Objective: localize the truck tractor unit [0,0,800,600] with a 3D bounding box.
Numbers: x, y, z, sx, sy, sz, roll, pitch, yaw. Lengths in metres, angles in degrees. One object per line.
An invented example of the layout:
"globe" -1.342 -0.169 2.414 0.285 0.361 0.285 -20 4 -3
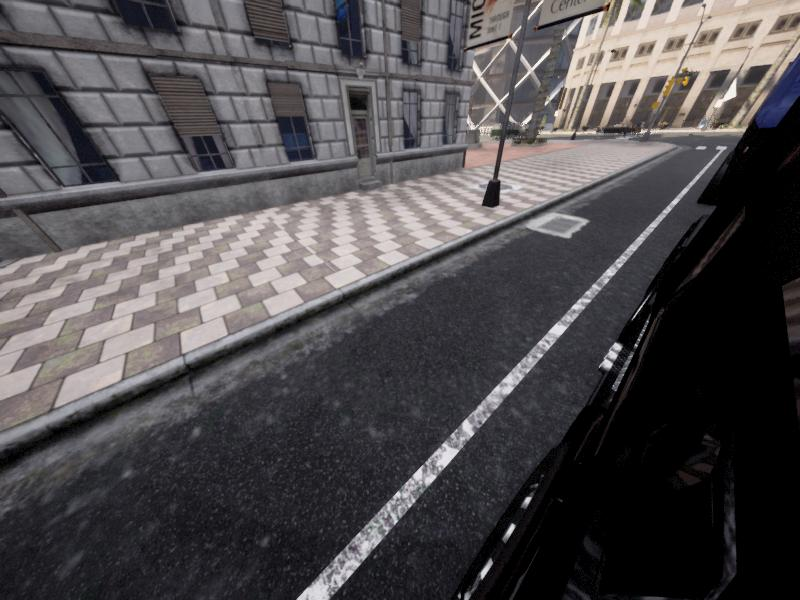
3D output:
"truck tractor unit" 2.645 -0.295 0.351 6.516 4.208 3.053 -28 44 -30

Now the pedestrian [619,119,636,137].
"pedestrian" 29.309 -22.130 29.770 0.751 1.860 0.751 -28 44 -30

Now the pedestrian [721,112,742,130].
"pedestrian" 46.113 -24.900 32.160 0.751 1.860 0.751 26 45 33

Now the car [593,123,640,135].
"car" 32.577 -25.698 34.843 1.895 1.301 4.718 -28 44 -30

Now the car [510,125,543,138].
"car" 20.339 -27.059 37.173 3.988 1.617 1.851 26 45 32

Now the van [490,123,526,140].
"van" 16.657 -26.210 35.954 4.442 1.987 1.775 22 43 29

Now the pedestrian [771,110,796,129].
"pedestrian" 48.707 -22.948 29.388 0.751 1.860 0.751 -31 45 -33

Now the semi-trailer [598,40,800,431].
"semi-trailer" 8.696 -3.609 4.228 14.254 4.402 2.717 -28 44 -30

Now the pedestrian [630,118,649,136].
"pedestrian" 31.663 -22.839 30.570 0.751 1.860 0.751 -14 38 -15
